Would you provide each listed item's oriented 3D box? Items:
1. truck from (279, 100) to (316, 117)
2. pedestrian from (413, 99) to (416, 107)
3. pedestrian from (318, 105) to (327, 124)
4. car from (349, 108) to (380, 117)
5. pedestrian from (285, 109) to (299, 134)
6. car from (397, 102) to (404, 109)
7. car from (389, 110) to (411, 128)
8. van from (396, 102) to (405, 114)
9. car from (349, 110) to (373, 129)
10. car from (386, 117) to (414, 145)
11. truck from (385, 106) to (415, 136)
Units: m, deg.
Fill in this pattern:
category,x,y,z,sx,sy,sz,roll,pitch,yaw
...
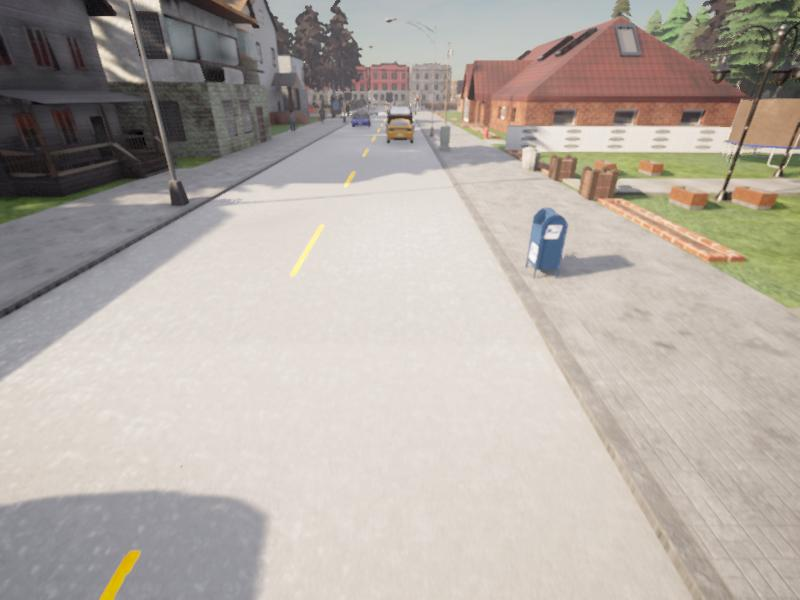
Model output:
category,x,y,z,sx,sy,sz,roll,pitch,yaw
truck,-16.681,-31.243,65.276,5.204,2.467,2.627,0,27,0
pedestrian,3.739,-51.140,104.053,0.751,1.860,0.751,-4,27,-8
pedestrian,-8.651,-20.707,44.671,0.751,1.860,0.751,2,27,4
car,-5.913,-31.105,66.331,4.718,1.301,1.895,-11,29,-20
pedestrian,-8.960,-14.844,33.234,0.751,1.860,0.751,3,27,5
car,0.035,-49.887,102.725,1.801,1.575,5.366,0,27,0
car,0.004,-19.269,42.566,2.128,1.511,4.902,0,27,0
van,0.028,-37.880,78.819,1.775,1.987,4.442,0,27,0
car,-3.973,-18.869,41.753,2.007,1.525,4.514,0,27,0
car,0.012,-12.345,29.033,1.882,1.535,5.008,0,27,0
truck,0.011,-16.001,35.549,2.390,2.098,6.274,0,27,0
